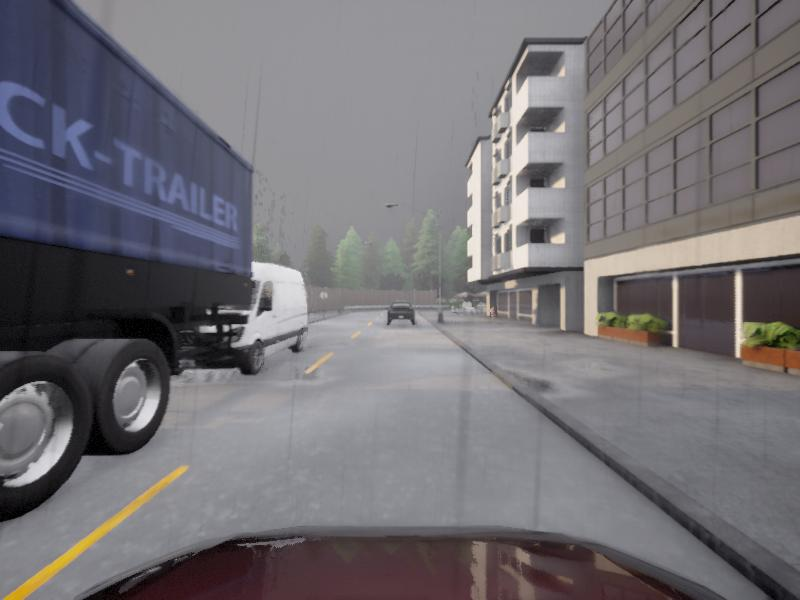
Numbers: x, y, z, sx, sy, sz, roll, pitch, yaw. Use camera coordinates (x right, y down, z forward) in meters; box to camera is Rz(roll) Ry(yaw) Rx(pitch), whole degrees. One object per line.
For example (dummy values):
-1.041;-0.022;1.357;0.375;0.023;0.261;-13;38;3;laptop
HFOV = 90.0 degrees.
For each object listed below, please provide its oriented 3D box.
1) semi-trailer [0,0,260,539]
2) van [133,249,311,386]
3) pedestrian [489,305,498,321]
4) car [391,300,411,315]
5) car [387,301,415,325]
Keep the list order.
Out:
-4.012;-0.617;0.401;2.717;4.402;14.254;0;0;0;semi-trailer
-3.975;0.321;10.424;1.988;2.561;5.915;0;0;0;van
6.782;0.933;28.982;0.500;1.100;0.500;0;0;-11;pedestrian
0.131;0.775;44.374;2.152;1.651;5.027;0;0;0;car
0.077;0.840;27.973;1.837;1.490;4.892;0;0;0;car
